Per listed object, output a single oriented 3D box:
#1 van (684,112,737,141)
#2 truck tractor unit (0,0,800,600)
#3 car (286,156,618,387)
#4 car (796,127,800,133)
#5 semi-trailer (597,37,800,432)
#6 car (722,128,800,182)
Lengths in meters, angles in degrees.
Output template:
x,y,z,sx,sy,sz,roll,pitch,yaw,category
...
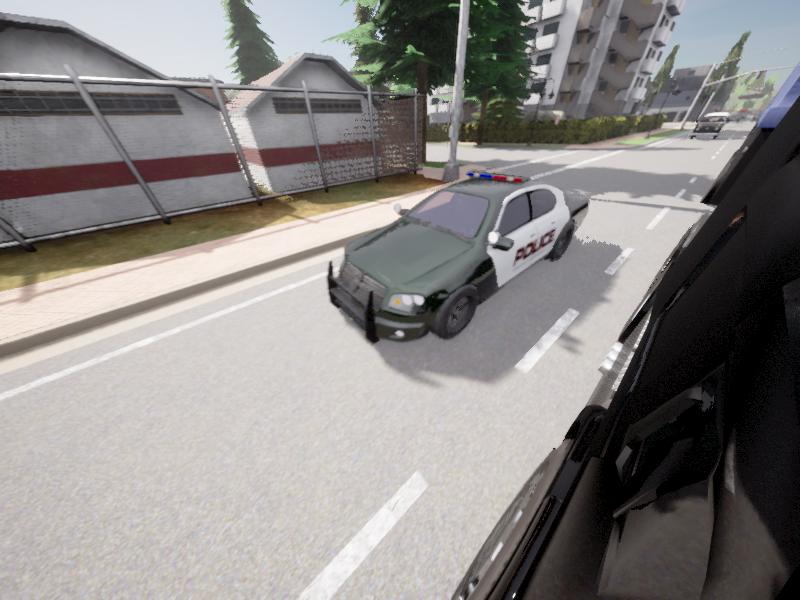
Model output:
x,y,z,sx,sy,sz,roll,pitch,yaw,category
29.765,-16.637,22.148,4.480,2.038,2.069,-28,44,-30,van
2.645,-0.295,0.351,6.516,4.208,3.053,-28,44,-30,truck tractor unit
1.212,-1.169,3.846,4.974,1.542,2.038,-28,44,-29,car
43.475,-18.290,23.844,5.366,1.575,1.801,-28,44,-30,car
8.731,-3.590,4.182,14.254,4.402,2.717,-28,44,-29,semi-trailer
15.522,-6.082,9.521,3.806,1.475,1.970,-28,43,-29,car
